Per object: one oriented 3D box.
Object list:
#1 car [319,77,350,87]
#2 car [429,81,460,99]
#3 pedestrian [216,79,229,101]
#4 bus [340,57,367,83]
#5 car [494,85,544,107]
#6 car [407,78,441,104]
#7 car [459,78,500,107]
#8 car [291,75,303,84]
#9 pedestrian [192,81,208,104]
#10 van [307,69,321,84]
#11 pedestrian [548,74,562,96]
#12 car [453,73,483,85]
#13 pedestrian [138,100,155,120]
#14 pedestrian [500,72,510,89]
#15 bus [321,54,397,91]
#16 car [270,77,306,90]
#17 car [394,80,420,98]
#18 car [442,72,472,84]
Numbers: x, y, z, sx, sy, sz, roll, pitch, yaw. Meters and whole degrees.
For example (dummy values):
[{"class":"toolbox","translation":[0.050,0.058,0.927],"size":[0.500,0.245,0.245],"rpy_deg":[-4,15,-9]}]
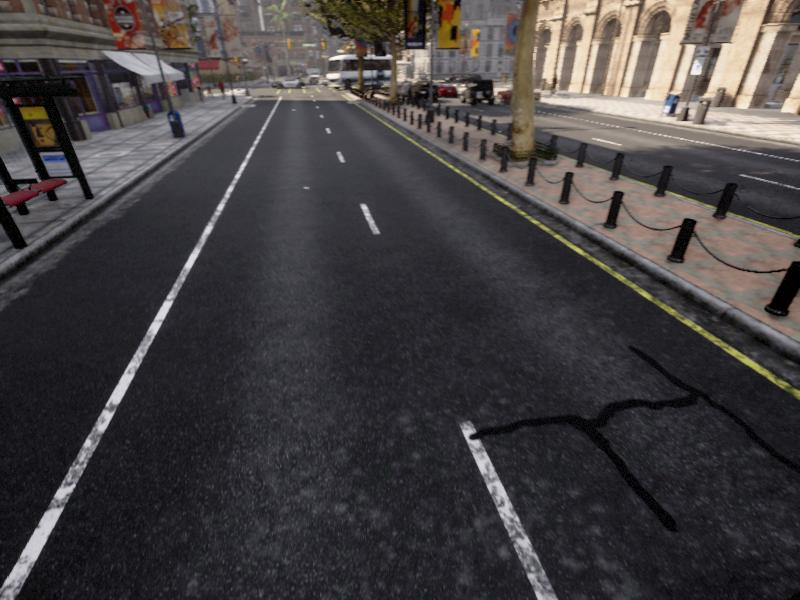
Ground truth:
[{"class":"car","translation":[-10.763,-35.589,65.401],"size":[4.718,1.301,1.895],"rpy_deg":[-7,31,-11]},{"class":"car","translation":[4.530,-21.752,41.401],"size":[1.994,1.385,4.181],"rpy_deg":[-7,31,-10]},{"class":"pedestrian","translation":[-17.654,-20.917,39.798],"size":[0.751,1.860,0.751],"rpy_deg":[-7,31,-9]},{"class":"bus","translation":[-9.570,-46.765,81.422],"size":[3.944,4.253,10.273],"rpy_deg":[-7,31,-10]},{"class":"car","translation":[9.857,-17.176,33.542],"size":[1.895,1.301,4.718],"rpy_deg":[-7,31,-10]},{"class":"car","translation":[2.134,-19.189,36.620],"size":[1.932,1.855,4.605],"rpy_deg":[-7,31,-10]},{"class":"car","translation":[6.540,-17.356,33.368],"size":[1.905,1.878,3.866],"rpy_deg":[-7,31,-10]},{"class":"car","translation":[-20.820,-44.518,80.751],"size":[2.033,1.411,5.357],"rpy_deg":[-7,31,-10]},{"class":"pedestrian","translation":[-18.010,-18.677,36.005],"size":[0.751,1.860,0.751],"rpy_deg":[-7,31,-11]},{"class":"van","translation":[-17.510,-45.615,81.498],"size":[2.351,2.431,6.366],"rpy_deg":[-7,31,-10]},{"class":"pedestrian","translation":[14.963,-20.783,38.621],"size":[0.751,1.860,0.751],"rpy_deg":[-6,31,-9]},{"class":"car","translation":[11.246,-36.670,66.369],"size":[4.514,1.525,2.007],"rpy_deg":[-7,31,-11]},{"class":"pedestrian","translation":[-16.299,-12.221,25.748],"size":[0.500,1.100,0.500],"rpy_deg":[-8,31,-12]},{"class":"pedestrian","translation":[13.279,-27.700,50.410],"size":[0.751,1.860,0.751],"rpy_deg":[-10,32,-14]},{"class":"bus","translation":[-5.621,-32.586,57.238],"size":[10.273,4.253,3.944],"rpy_deg":[-27,38,-36]},{"class":"car","translation":[-17.046,-33.070,61.077],"size":[4.974,1.542,2.038],"rpy_deg":[-7,31,-11]},{"class":"car","translation":[0.705,-22.347,42.364],"size":[1.845,1.501,3.633],"rpy_deg":[-7,31,-10]},{"class":"car","translation":[9.813,-38.371,69.156],"size":[4.611,1.667,2.242],"rpy_deg":[-7,31,-11]}]
